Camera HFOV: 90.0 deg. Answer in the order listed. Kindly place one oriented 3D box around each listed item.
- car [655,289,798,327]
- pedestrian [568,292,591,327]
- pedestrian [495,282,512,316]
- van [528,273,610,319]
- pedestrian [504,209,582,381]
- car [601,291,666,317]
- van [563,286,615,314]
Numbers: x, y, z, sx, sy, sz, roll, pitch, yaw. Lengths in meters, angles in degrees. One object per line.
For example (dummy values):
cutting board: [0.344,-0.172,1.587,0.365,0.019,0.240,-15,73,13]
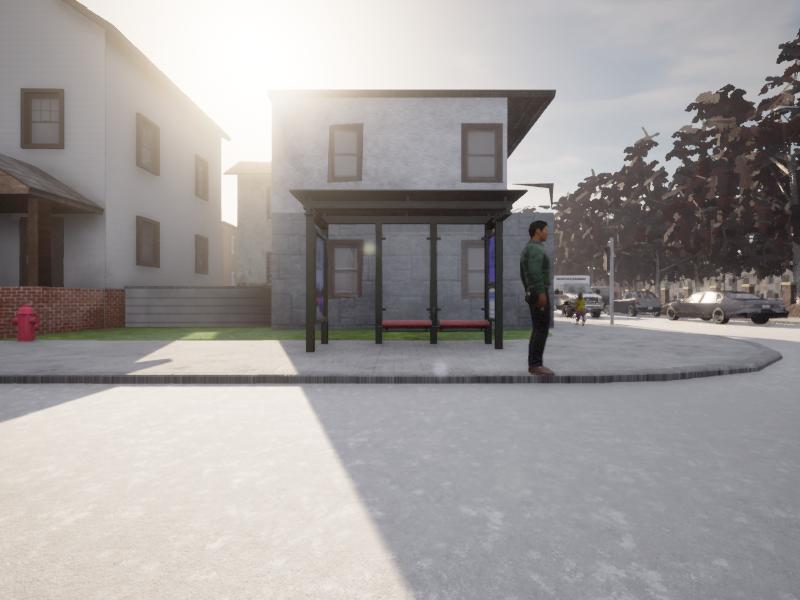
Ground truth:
car: [13.945,0.295,17.673,2.033,1.411,5.357,0,0,2]
pedestrian: [5.698,0.305,12.699,0.500,1.100,0.500,0,0,-4]
pedestrian: [5.679,-0.067,22.010,0.751,1.860,0.751,0,0,-3]
van: [10.047,-0.222,24.565,2.351,2.431,6.366,0,0,0]
pedestrian: [1.661,-0.054,4.766,0.751,1.860,0.751,0,0,9]
car: [14.194,0.227,24.567,1.845,1.501,3.633,0,0,-1]
van: [14.274,-0.002,30.573,1.775,1.987,4.442,0,0,-2]
